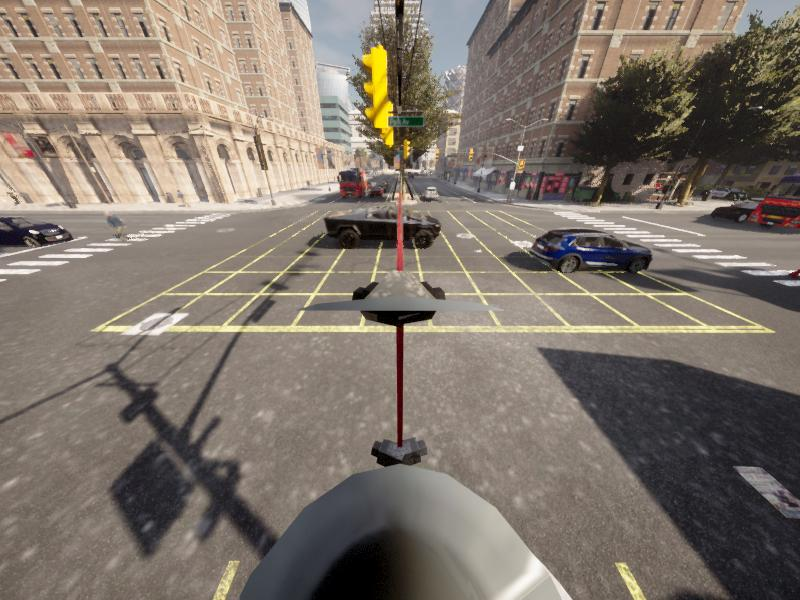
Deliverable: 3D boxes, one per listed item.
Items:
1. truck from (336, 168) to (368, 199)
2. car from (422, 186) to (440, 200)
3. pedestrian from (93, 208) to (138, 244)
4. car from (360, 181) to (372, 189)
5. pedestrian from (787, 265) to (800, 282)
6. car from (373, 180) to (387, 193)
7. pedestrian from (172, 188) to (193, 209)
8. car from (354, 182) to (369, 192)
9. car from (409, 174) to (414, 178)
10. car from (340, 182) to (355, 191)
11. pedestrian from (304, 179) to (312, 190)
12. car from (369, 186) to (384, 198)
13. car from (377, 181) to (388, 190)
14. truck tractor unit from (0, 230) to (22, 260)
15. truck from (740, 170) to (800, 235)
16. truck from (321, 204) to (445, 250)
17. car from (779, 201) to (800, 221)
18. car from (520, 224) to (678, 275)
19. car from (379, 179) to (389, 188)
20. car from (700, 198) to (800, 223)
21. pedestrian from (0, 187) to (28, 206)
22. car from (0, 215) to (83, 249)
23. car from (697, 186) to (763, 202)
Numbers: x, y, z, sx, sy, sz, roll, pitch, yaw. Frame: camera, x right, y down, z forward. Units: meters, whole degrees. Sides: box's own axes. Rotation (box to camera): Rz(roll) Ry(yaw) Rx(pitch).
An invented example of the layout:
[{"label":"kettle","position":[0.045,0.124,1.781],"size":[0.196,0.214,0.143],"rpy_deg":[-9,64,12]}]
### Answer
[{"label":"truck","position":[-7.080,-18.109,35.546],"size":[2.891,3.827,8.468],"rpy_deg":[0,30,0]},{"label":"car","position":[4.366,-15.361,33.135],"size":[1.970,1.475,3.806],"rpy_deg":[0,30,1]},{"label":"pedestrian","position":[-16.707,-4.350,13.631],"size":[0.751,1.860,0.751],"rpy_deg":[-5,30,-9]},{"label":"car","position":[-7.048,-24.187,48.530],"size":[1.994,1.385,4.181],"rpy_deg":[0,30,-1]},{"label":"pedestrian","position":[16.324,-1.547,8.776],"size":[0.751,1.860,0.751],"rpy_deg":[-9,31,-15]},{"label":"car","position":[-3.558,-20.387,41.522],"size":[2.097,1.767,4.553],"rpy_deg":[0,30,0]},{"label":"pedestrian","position":[-22.751,-10.614,24.175],"size":[0.751,1.860,0.751],"rpy_deg":[2,30,4]},{"label":"car","position":[-7.055,-20.928,42.777],"size":[1.970,1.475,3.806],"rpy_deg":[0,30,0]},{"label":"car","position":[4.594,-49.261,91.884],"size":[1.812,1.442,4.674],"rpy_deg":[0,30,0]},{"label":"car","position":[-10.295,-22.354,45.417],"size":[1.895,1.301,4.718],"rpy_deg":[0,30,0]},{"label":"pedestrian","position":[-17.263,-21.705,43.387],"size":[0.751,1.860,0.751],"rpy_deg":[1,30,1]},{"label":"car","position":[-3.577,-16.711,35.654],"size":[1.895,1.301,4.718],"rpy_deg":[0,30,0]},{"label":"car","position":[-3.540,-23.214,46.736],"size":[1.970,1.475,3.806],"rpy_deg":[0,30,0]},{"label":"truck tractor unit","position":[-22.943,-3.386,9.639],"size":[6.516,4.208,3.053],"rpy_deg":[0,30,0]},{"label":"truck","position":[30.927,-6.786,15.937],"size":[8.468,3.827,2.891],"rpy_deg":[0,30,0]},{"label":"truck","position":[-0.870,-4.242,13.253],"size":[6.274,2.098,2.390],"rpy_deg":[0,30,0]},{"label":"car","position":[36.309,-7.511,19.571],"size":[4.674,1.442,1.812],"rpy_deg":[0,30,0]},{"label":"car","position":[8.510,-2.303,10.363],"size":[4.856,1.649,2.033],"rpy_deg":[0,30,0]},{"label":"car","position":[-3.527,-26.265,51.891],"size":[1.851,1.617,3.988],"rpy_deg":[0,30,0]},{"label":"car","position":[29.571,-7.588,19.507],"size":[5.238,1.638,1.930],"rpy_deg":[0,30,-1]},{"label":"pedestrian","position":[-43.270,-11.585,25.858],"size":[0.751,1.860,0.751],"rpy_deg":[-1,30,-1]},{"label":"car","position":[-21.736,-3.967,13.345],"size":[3.633,1.501,1.845],"rpy_deg":[0,30,0]},{"label":"car","position":[45.916,-14.963,32.392],"size":[2.038,1.542,4.974],"rpy_deg":[0,30,1]}]
